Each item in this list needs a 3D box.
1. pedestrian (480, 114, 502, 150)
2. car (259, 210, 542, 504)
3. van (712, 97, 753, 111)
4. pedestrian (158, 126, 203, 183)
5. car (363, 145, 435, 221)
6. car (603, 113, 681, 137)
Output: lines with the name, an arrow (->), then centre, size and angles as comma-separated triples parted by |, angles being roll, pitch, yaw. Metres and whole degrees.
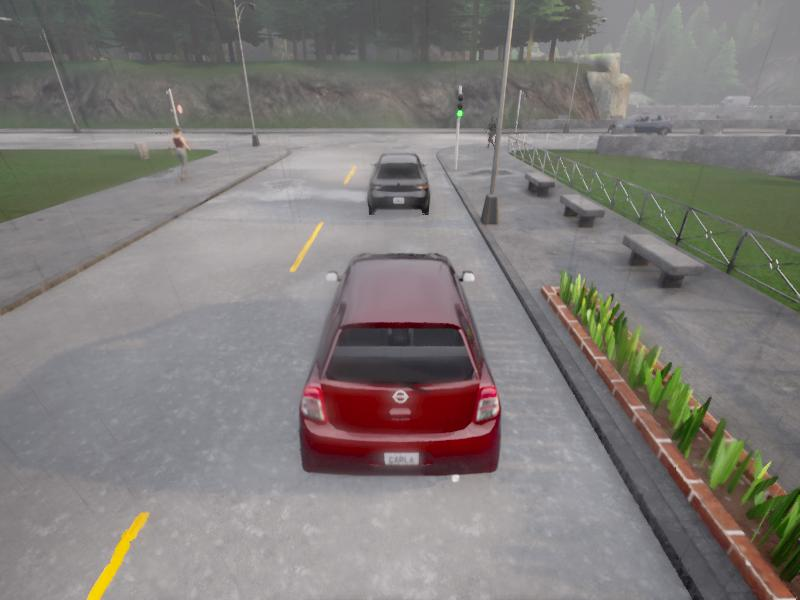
pedestrian -> 5.302, -9.806, 23.335 | 0.751, 1.860, 0.751 | -15, 31, -27
car -> 0.002, 0.185, 4.571 | 1.845, 1.501, 3.633 | 0, 27, 0
van -> 69.191, -40.911, 83.317 | 5.915, 2.561, 1.988 | 0, 27, 0
pedestrian -> -7.999, -5.329, 14.651 | 0.751, 1.860, 0.751 | 5, 28, 10
car -> -0.021, -3.753, 12.287 | 1.816, 1.474, 4.193 | 0, 27, 0
car -> 19.433, -14.188, 32.360 | 4.611, 1.667, 2.242 | 0, 27, 0
